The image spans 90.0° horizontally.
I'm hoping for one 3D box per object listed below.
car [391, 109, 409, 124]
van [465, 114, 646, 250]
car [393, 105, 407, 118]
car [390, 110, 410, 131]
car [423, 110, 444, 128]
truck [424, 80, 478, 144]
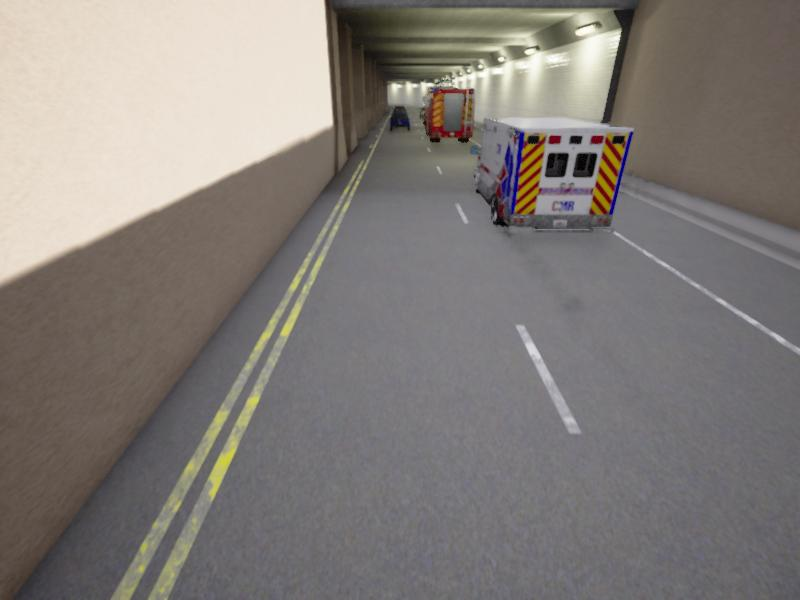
[{"bbox_3d":[0.000,-21.663,47.127,2.033,1.411,5.357,0,27,0],"label":"car"},{"bbox_3d":[3.506,-3.633,11.009,2.351,2.431,6.366,0,27,0],"label":"van"},{"bbox_3d":[-0.004,-27.449,58.201,1.882,1.535,5.008,0,27,0],"label":"car"},{"bbox_3d":[-0.002,-17.537,38.962,1.882,1.535,5.008,0,27,0],"label":"car"},{"bbox_3d":[3.499,-19.254,42.406,1.812,1.442,4.674,0,27,0],"label":"car"},{"bbox_3d":[3.506,-14.168,29.932,2.891,3.827,8.468,0,27,0],"label":"truck"}]
